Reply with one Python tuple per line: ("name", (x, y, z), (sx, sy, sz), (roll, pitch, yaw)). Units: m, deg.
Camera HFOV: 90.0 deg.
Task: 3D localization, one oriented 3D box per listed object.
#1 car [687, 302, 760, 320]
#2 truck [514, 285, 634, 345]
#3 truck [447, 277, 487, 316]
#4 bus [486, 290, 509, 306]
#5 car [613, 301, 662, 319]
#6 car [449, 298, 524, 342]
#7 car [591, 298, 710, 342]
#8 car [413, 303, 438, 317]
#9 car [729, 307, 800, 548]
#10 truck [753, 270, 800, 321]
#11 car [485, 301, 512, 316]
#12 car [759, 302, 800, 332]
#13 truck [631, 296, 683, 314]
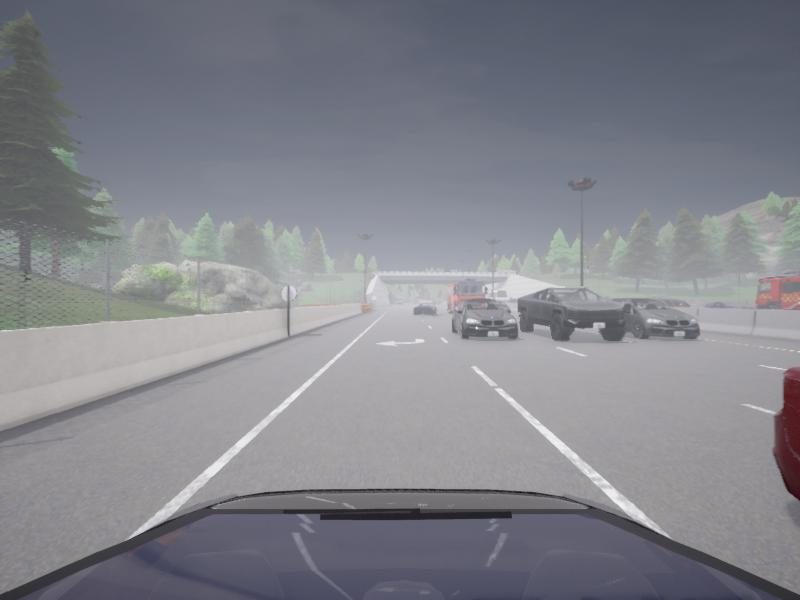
("car", (28.003, 0.889, 34.933), (2.033, 1.411, 5.357), (0, 0, 0))
("truck", (7.000, 0.539, 17.161), (2.390, 2.098, 6.274), (0, 0, 0))
("truck", (6.996, -0.328, 43.094), (2.891, 3.827, 8.468), (0, 0, 0))
("bus", (27.884, -0.557, 114.994), (3.944, 4.253, 10.273), (0, 0, 0))
("car", (21.001, 0.848, 35.555), (1.816, 1.474, 4.193), (0, 0, 0))
("car", (3.500, 0.753, 17.269), (2.242, 1.667, 4.611), (0, 0, 0))
("car", (10.503, 0.753, 17.298), (2.242, 1.667, 4.611), (0, 0, 0))
("car", (2.593, 0.937, 39.540), (1.895, 1.301, 4.718), (0, 0, 11))
("car", (3.497, 0.823, 0.604), (1.882, 1.535, 5.008), (0, 0, 0))
("truck", (31.504, -0.326, 29.814), (2.891, 3.827, 8.468), (0, 0, 0))
("car", (10.503, 0.847, 42.825), (1.816, 1.474, 4.193), (0, 0, 0))
("car", (21.003, 0.850, 20.413), (1.970, 1.475, 3.806), (0, 0, 0))
("truck", (31.503, 0.534, 49.323), (2.390, 2.098, 6.274), (0, 0, 0))
